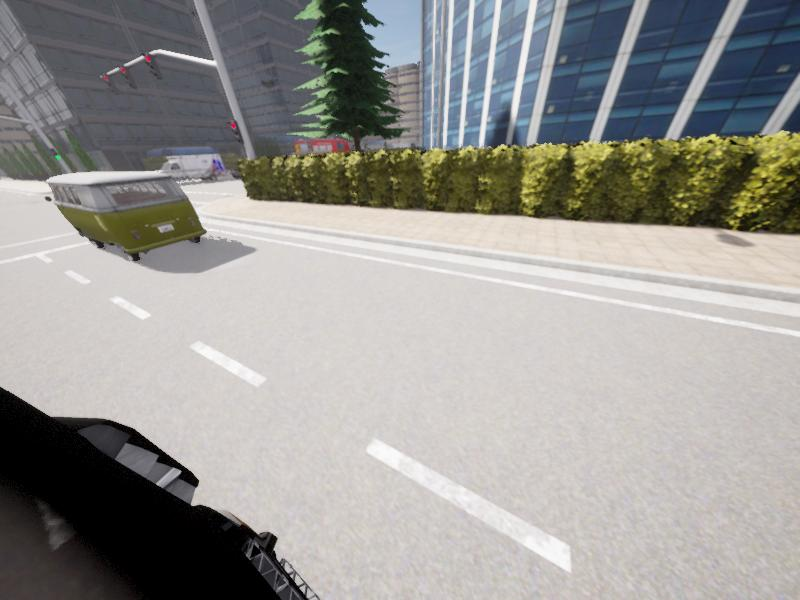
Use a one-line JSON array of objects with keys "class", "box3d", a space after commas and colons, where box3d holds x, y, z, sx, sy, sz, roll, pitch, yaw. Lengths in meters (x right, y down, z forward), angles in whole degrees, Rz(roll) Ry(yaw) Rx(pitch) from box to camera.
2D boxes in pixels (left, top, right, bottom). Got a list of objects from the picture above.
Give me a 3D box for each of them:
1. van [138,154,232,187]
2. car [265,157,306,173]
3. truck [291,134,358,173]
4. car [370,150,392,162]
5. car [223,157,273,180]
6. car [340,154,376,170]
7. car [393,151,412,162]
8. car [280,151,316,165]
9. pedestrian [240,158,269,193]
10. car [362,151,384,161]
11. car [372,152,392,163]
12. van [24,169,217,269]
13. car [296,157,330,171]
[{"class": "van", "box3d": [-21.768, -13.531, 23.945, 2.351, 2.431, 6.366, 14, 37, 24]}, {"class": "car", "box3d": [-16.216, -19.348, 33.062, 1.882, 1.535, 5.008, 14, 37, 24]}, {"class": "truck", "box3d": [-9.450, -19.428, 30.560, 2.891, 3.827, 8.468, 14, 37, 24]}, {"class": "car", "box3d": [-3.752, -29.083, 46.620, 1.930, 1.638, 5.238, 14, 37, 24]}, {"class": "car", "box3d": [-16.755, -14.663, 25.727, 1.905, 1.878, 3.866, 14, 37, 24]}, {"class": "car", "box3d": [-5.517, -18.565, 31.033, 2.128, 1.511, 4.902, 14, 37, 24]}, {"class": "car", "box3d": [0.550, -25.352, 40.748, 1.845, 1.501, 3.633, 14, 37, 24]}, {"class": "car", "box3d": [-21.392, -29.842, 48.538, 6.274, 2.098, 2.390, -21, 38, -25]}, {"class": "pedestrian", "box3d": [-9.104, -7.829, 14.510, 0.751, 1.860, 0.751, 23, 41, 33]}, {"class": "car", "box3d": [-5.757, -31.099, 49.793, 2.242, 1.667, 4.611, 14, 37, 24]}, {"class": "car", "box3d": [-3.100, -25.517, 41.296, 1.845, 1.501, 3.633, 14, 37, 24]}, {"class": "van", "box3d": [-7.907, -2.533, 6.638, 4.442, 1.987, 1.775, 14, 37, 24]}, {"class": "car", "box3d": [-12.301, -19.405, 32.982, 1.994, 1.385, 4.181, 14, 37, 24]}]
